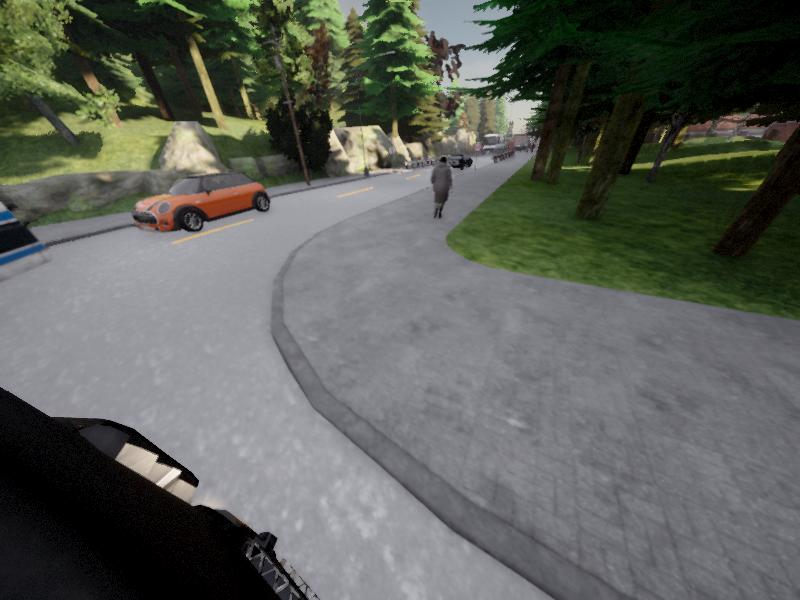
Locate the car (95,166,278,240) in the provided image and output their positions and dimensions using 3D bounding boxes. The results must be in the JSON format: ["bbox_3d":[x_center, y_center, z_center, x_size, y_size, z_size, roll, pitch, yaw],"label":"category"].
[{"bbox_3d":[-7.640,-4.056,9.087,2.097,1.767,4.553,10,35,18],"label":"car"}]

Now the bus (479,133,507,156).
[{"bbox_3d":[22.516,-37.575,55.908,3.944,4.253,10.273,15,37,25],"label":"bus"}]

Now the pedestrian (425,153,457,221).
[{"bbox_3d":[1.310,-3.643,7.503,0.751,1.860,0.751,12,36,21],"label":"pedestrian"}]

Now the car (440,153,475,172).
[{"bbox_3d":[6.225,-14.649,24.510,2.033,1.411,5.357,15,37,24],"label":"car"}]

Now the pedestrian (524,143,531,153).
[{"bbox_3d":[27.646,-32.940,50.041,0.751,1.860,0.751,-27,40,-32],"label":"pedestrian"}]

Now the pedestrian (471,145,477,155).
[{"bbox_3d":[16.304,-32.934,50.756,0.751,1.860,0.751,-30,42,-34],"label":"pedestrian"}]
